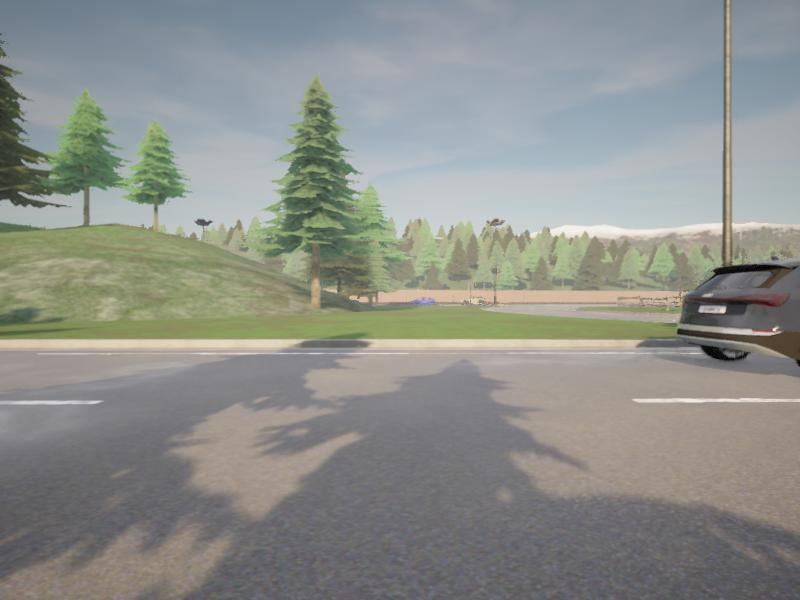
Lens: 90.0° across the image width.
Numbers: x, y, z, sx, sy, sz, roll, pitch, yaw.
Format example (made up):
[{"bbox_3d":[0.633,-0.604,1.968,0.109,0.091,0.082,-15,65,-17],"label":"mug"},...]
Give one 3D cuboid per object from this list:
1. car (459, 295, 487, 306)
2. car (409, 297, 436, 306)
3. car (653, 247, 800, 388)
[{"bbox_3d":[12.736,0.068,70.216,4.605,1.855,1.932,0,0,-1],"label":"car"},{"bbox_3d":[3.901,0.268,70.038,4.514,1.525,2.007,0,0,-1],"label":"car"},{"bbox_3d":[6.712,0.186,5.761,4.856,1.649,2.033,0,0,-1],"label":"car"}]
